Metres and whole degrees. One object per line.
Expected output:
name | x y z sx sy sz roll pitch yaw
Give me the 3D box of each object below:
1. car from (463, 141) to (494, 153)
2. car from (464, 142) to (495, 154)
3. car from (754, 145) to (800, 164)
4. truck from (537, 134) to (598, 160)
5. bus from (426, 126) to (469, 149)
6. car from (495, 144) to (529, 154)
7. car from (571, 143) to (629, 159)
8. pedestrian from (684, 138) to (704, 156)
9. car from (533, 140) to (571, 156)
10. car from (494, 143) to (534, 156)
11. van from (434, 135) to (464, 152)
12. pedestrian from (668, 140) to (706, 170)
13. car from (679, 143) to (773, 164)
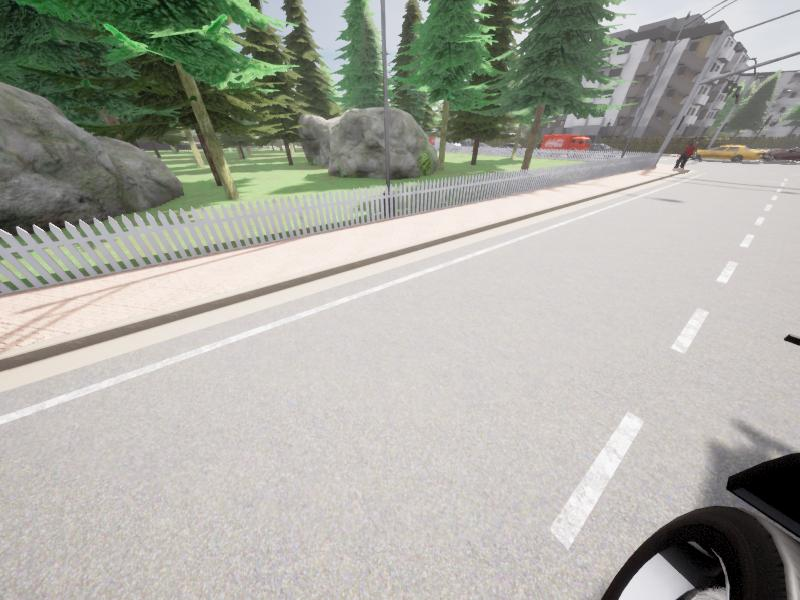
car | 14.429 -28.507 42.895 2.152 1.651 5.027 -21 40 -26
car | 13.335 -25.718 39.053 1.837 1.490 4.892 -21 40 -26
car | 38.946 -14.156 22.486 1.812 1.442 4.674 -21 40 -26
truck | 20.908 -19.422 29.206 2.627 2.467 5.204 -21 40 -26
bus | 11.223 -39.691 56.512 3.944 4.253 10.273 -21 40 -26
car | 18.354 -24.904 38.031 1.895 1.301 4.718 -21 40 -26
car | 25.184 -18.953 29.342 2.128 1.511 4.902 -21 40 -26
pedestrian | 36.872 -19.163 28.984 0.751 1.860 0.751 -30 45 -35
car | 21.875 -22.030 33.407 1.905 1.878 3.866 -21 40 -26
car | 16.905 -22.562 34.543 1.837 1.490 4.892 -21 40 -26
van | 9.165 -29.828 44.013 1.988 2.561 5.915 -21 40 -26
pedestrian | 20.864 -10.569 16.855 0.751 1.860 0.751 -9 36 -12
car | 33.527 -15.310 24.043 1.801 1.575 5.366 -21 40 -26
